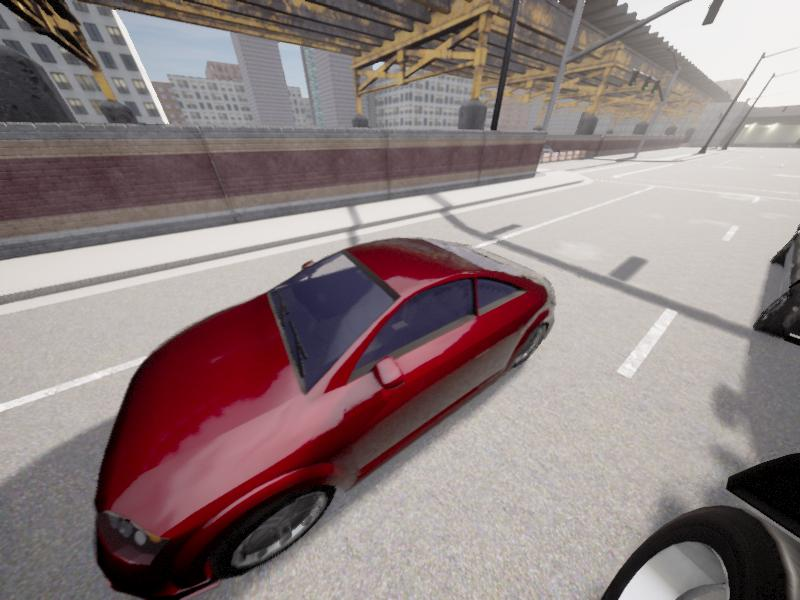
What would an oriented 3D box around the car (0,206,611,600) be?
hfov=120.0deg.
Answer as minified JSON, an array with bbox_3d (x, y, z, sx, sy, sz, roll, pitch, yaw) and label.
[{"bbox_3d":[-0.209,0.224,2.420,4.181,1.385,1.994,-21,40,-27],"label":"car"}]

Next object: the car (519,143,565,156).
[{"bbox_3d":[18.013,-19.182,29.423,4.536,1.218,1.853,-4,35,-5],"label":"car"}]

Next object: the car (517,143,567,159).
[{"bbox_3d":[18.065,-19.057,29.518,4.974,1.542,2.038,-4,35,-5],"label":"car"}]

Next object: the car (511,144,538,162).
[{"bbox_3d":[14.123,-16.902,26.478,2.038,1.542,4.974,11,37,15],"label":"car"}]

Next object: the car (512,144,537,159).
[{"bbox_3d":[14.139,-17.059,26.428,1.853,1.218,4.536,11,37,15],"label":"car"}]

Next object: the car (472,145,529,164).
[{"bbox_3d":[10.356,-15.364,24.316,4.974,1.542,2.038,5,35,7],"label":"car"}]

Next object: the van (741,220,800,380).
[{"bbox_3d":[7.285,-0.853,2.889,5.915,2.561,1.988,-22,41,-28],"label":"van"}]
